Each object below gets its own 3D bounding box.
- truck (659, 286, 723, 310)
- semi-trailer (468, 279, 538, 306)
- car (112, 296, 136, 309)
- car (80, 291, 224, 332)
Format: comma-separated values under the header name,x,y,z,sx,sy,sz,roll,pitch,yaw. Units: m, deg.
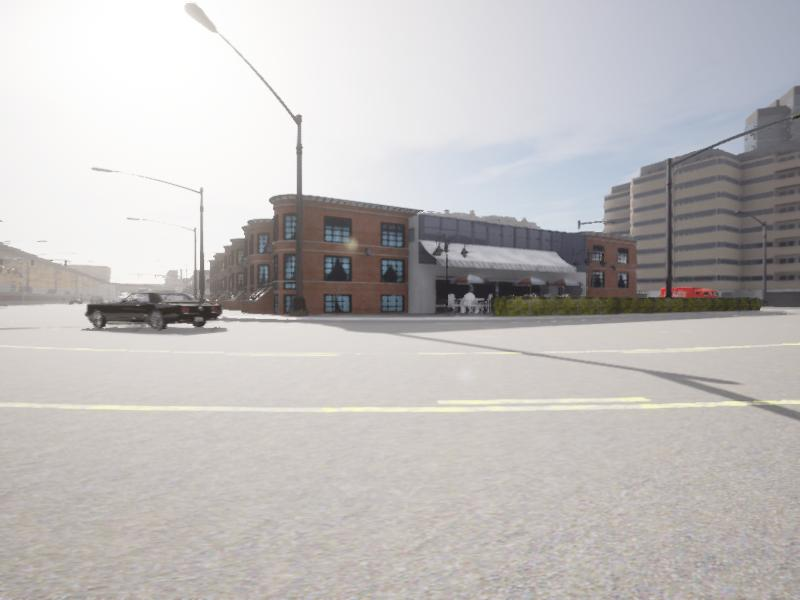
name,x,y,z,sx,sy,sz,roll,pitch,yaw
truck,32.556,-0.222,44.960,2.627,2.467,5.204,0,0,-29
semi-trailer,17.898,-1.174,71.293,2.717,4.402,14.254,0,0,-32
car,-31.849,0.314,46.296,1.812,1.442,4.674,0,0,-29
car,-8.859,0.358,14.308,4.718,1.301,1.895,0,0,21
